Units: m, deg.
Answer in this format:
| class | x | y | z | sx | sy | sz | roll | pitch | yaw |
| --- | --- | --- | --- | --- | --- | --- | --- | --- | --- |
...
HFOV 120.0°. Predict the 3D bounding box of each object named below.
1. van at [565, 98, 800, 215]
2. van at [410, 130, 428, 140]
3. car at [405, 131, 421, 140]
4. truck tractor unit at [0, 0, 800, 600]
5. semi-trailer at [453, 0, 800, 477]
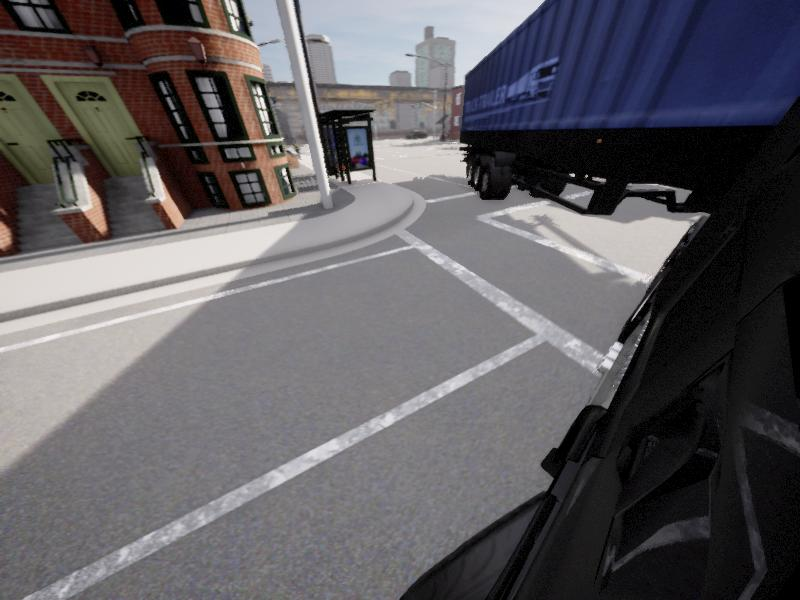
| class | x | y | z | sx | sy | sz | roll | pitch | yaw |
| --- | --- | --- | --- | --- | --- | --- | --- | --- | --- |
| van | 9.995 | -5.105 | 7.913 | 2.351 | 2.431 | 6.366 | -18 | 39 | -20 |
| van | 5.026 | -44.166 | 61.746 | 4.442 | 1.987 | 1.775 | -18 | 39 | -20 |
| car | 3.604 | -45.980 | 64.391 | 3.866 | 1.878 | 1.905 | -18 | 39 | -20 |
| truck tractor unit | 2.645 | -0.295 | 0.351 | 6.516 | 4.208 | 3.053 | -28 | 44 | -30 |
| semi-trailer | 4.221 | -4.721 | 6.083 | 2.717 | 4.402 | 14.254 | -1 | 36 | 2 |
